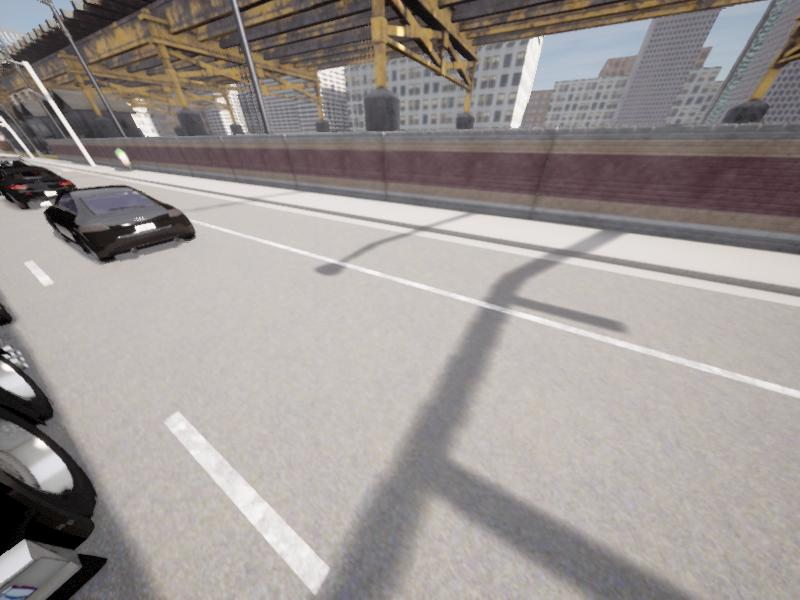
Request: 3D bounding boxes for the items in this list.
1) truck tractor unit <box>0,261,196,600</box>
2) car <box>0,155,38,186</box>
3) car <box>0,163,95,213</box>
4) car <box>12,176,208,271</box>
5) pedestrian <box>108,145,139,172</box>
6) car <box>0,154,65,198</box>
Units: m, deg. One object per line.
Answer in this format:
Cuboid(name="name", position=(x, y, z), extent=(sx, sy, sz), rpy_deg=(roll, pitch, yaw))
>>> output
Cuboid(name="truck tractor unit", position=(-5.107, -0.304, 0.789), extent=(6.516, 4.208, 3.053), rpy_deg=(18, 39, 24))
Cuboid(name="car", position=(-27.412, -8.816, 15.608), extent=(4.902, 1.511, 2.128), rpy_deg=(18, 39, 24))
Cuboid(name="car", position=(-16.052, -5.068, 10.174), extent=(4.674, 1.442, 1.812), rpy_deg=(18, 39, 24))
Cuboid(name="car", position=(-7.606, -2.272, 6.142), extent=(4.181, 1.385, 1.994), rpy_deg=(18, 39, 25))
Cuboid(name="pedestrian", position=(-22.604, -11.585, 18.926), extent=(0.751, 1.860, 0.751), rpy_deg=(18, 39, 24))
Cuboid(name="car", position=(-21.536, -6.959, 12.745), extent=(4.611, 1.667, 2.242), rpy_deg=(18, 39, 24))
